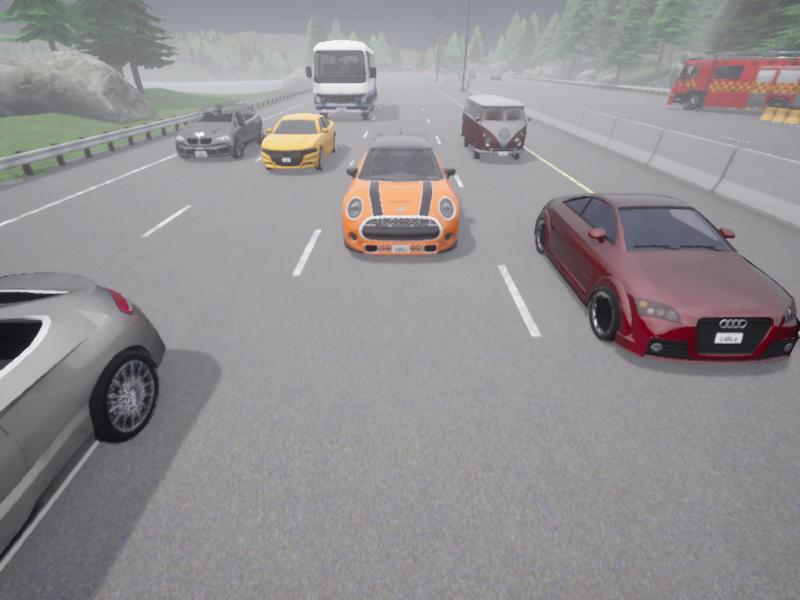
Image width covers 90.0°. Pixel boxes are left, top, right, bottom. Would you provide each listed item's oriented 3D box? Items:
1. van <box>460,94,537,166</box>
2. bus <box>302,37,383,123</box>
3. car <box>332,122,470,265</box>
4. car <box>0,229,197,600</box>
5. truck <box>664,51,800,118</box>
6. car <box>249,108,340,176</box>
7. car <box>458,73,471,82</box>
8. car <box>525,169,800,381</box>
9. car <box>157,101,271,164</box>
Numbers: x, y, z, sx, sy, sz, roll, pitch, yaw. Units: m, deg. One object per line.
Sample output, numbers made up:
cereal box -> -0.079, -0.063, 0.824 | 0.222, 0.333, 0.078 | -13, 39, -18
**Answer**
van -> 3.526, -6.617, 15.267 | 1.775, 1.987, 4.442 | 0, 30, 0
bus -> -3.339, -14.955, 27.230 | 3.944, 4.253, 10.273 | 0, 30, 0
car -> 0.018, -2.525, 8.486 | 2.097, 1.767, 4.553 | 0, 30, 0
car -> -3.487, 1.290, 2.164 | 2.152, 1.651, 5.027 | 0, 30, 0
truck -> 24.767, -15.584, 28.714 | 2.891, 3.827, 8.468 | -27, 39, -36
car -> -3.476, -5.783, 14.286 | 1.882, 1.535, 5.008 | 0, 30, 0
car -> 14.099, -48.764, 87.645 | 2.152, 1.651, 5.027 | 0, 30, 0
car -> 3.515, -0.756, 5.900 | 1.994, 1.385, 4.181 | 0, 30, 0
car -> -6.973, -6.722, 15.753 | 2.242, 1.667, 4.611 | 0, 30, 0
